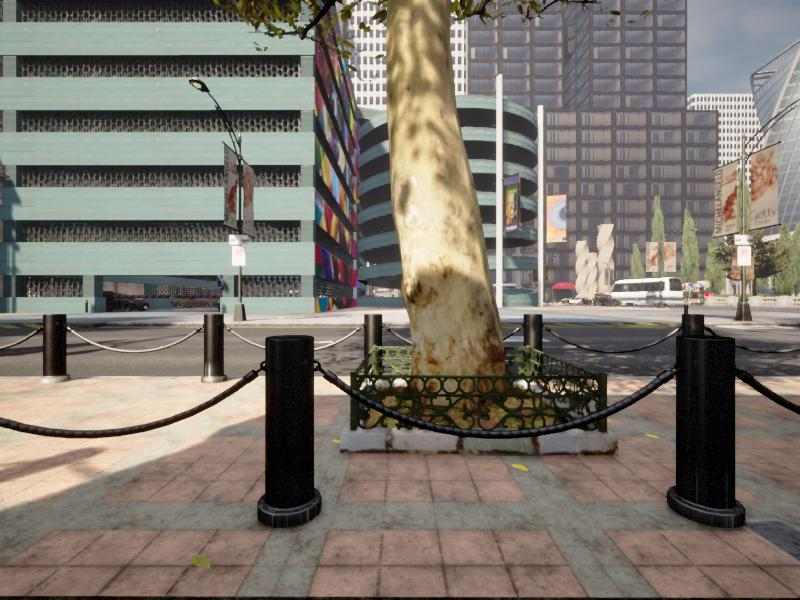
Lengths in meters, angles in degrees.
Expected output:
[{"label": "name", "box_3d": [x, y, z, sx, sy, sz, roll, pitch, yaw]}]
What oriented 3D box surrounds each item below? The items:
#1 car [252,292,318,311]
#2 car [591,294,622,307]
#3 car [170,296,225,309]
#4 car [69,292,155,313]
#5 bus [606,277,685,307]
[{"label": "car", "box_3d": [-9.593, 0.117, 33.684, 4.902, 1.511, 2.128, 0, 0, 0]}, {"label": "car", "box_3d": [31.055, 0.044, 60.236, 1.905, 1.878, 3.866, 0, 0, -19]}, {"label": "car", "box_3d": [-20.752, 0.207, 41.191, 4.718, 1.301, 1.895, 0, 0, 0]}, {"label": "car", "box_3d": [-21.193, 0.157, 29.591, 4.786, 1.482, 2.161, 0, 0, 0]}, {"label": "bus", "box_3d": [37.763, -1.139, 62.156, 3.944, 4.253, 10.273, 0, 0, -21]}]
